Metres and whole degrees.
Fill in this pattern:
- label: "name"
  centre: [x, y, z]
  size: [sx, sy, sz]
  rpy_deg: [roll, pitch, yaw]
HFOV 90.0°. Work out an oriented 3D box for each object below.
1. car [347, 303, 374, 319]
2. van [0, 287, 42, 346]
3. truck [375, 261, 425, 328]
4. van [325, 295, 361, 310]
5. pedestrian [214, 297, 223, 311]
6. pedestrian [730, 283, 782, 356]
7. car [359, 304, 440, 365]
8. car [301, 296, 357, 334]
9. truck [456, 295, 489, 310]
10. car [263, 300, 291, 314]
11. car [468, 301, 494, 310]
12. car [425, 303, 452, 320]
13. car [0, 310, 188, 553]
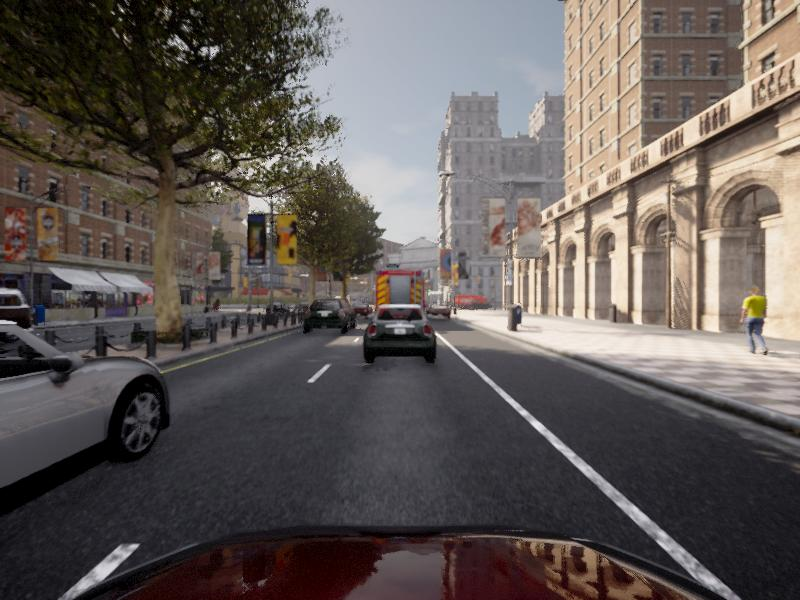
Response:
- label: "car"
  centre: [-3.496, 0.964, 36.130]
  size: [1.895, 1.301, 4.718]
  rpy_deg: [0, 0, 0]
- label: "van"
  centre: [-14.998, 0.579, 13.353]
  size: [2.069, 2.038, 4.480]
  rpy_deg: [0, 0, 0]
- label: "truck"
  centre: [0.009, -0.305, 27.221]
  size: [2.891, 3.827, 8.468]
  rpy_deg: [0, 0, 0]
- label: "van"
  centre: [-9.544, 0.415, 66.726]
  size: [6.366, 2.431, 2.351]
  rpy_deg: [0, 0, 43]
- label: "pedestrian"
  centre: [-23.176, 0.514, 50.992]
  size: [0.751, 1.860, 0.751]
  rpy_deg: [0, 0, 5]
- label: "pedestrian"
  centre: [9.360, 0.491, 10.559]
  size: [0.751, 1.860, 0.751]
  rpy_deg: [0, 0, 11]
- label: "car"
  centre: [-0.002, 0.860, 11.660]
  size: [1.970, 1.475, 3.806]
  rpy_deg: [0, 0, 0]
- label: "car"
  centre: [-3.498, 0.706, 20.704]
  size: [2.097, 1.767, 4.553]
  rpy_deg: [0, 0, 0]
- label: "truck"
  centre: [12.264, 0.396, 68.199]
  size: [5.204, 2.467, 2.627]
  rpy_deg: [0, 0, 0]
- label: "car"
  centre: [-15.042, 0.851, 49.331]
  size: [2.038, 1.542, 4.974]
  rpy_deg: [0, 0, -2]
- label: "car"
  centre: [13.043, 0.861, 64.487]
  size: [3.633, 1.501, 1.845]
  rpy_deg: [0, 0, -6]
- label: "car"
  centre: [3.253, 0.958, 34.673]
  size: [1.895, 1.301, 4.718]
  rpy_deg: [0, 0, 0]
- label: "car"
  centre: [-3.501, 0.855, 2.847]
  size: [1.970, 1.475, 3.806]
  rpy_deg: [0, 0, 0]
